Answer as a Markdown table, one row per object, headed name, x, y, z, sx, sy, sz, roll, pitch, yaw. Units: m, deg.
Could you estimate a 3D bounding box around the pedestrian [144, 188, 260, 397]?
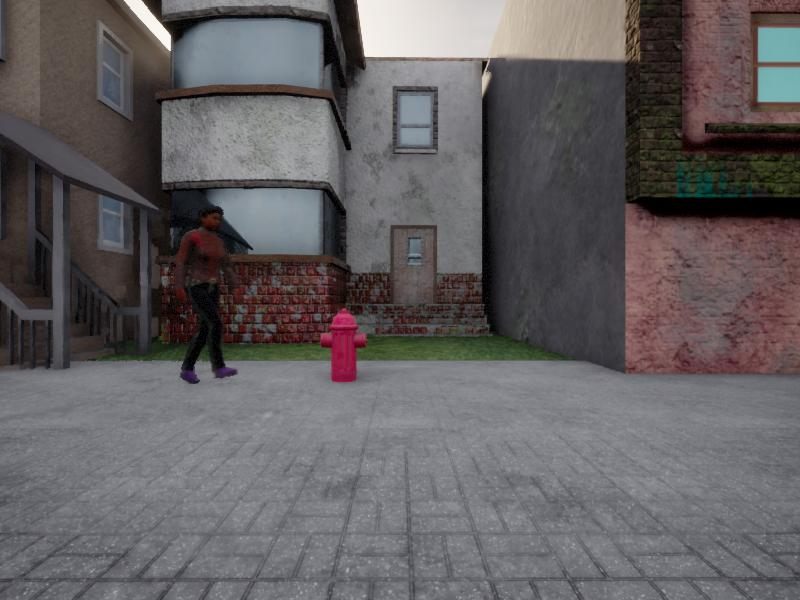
| name | x | y | z | sx | sy | sz | roll | pitch | yaw |
| --- | --- | --- | --- | --- | --- | --- | --- | --- | --- |
| pedestrian | -1.989 | -0.067 | 4.068 | 0.751 | 1.860 | 0.751 | 0 | 0 | 26 |
